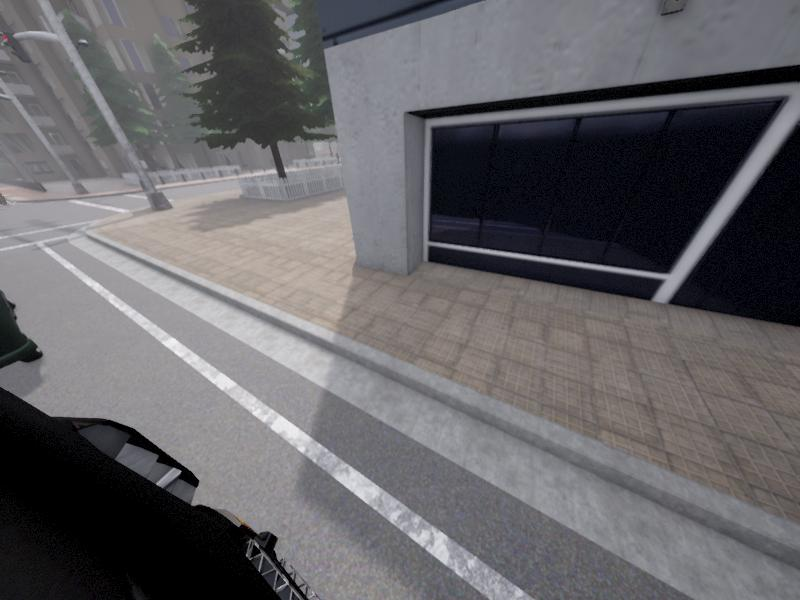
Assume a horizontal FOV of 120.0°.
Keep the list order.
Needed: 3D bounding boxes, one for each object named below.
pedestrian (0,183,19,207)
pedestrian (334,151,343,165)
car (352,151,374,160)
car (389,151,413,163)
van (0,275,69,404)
[{"bbox_3d":[-25.498,-6.907,14.491,0.751,1.860,0.751,24,42,34],"label":"pedestrian"},{"bbox_3d":[-9.645,-22.307,36.212,0.751,1.860,0.751,15,38,25],"label":"pedestrian"},{"bbox_3d":[-8.391,-32.951,52.712,4.514,1.525,2.007,15,38,25],"label":"car"},{"bbox_3d":[0.187,-23.867,38.477,1.837,1.490,4.892,15,38,24],"label":"car"},{"bbox_3d":[-6.548,-0.034,2.674,4.442,1.987,1.775,16,38,26],"label":"van"}]
